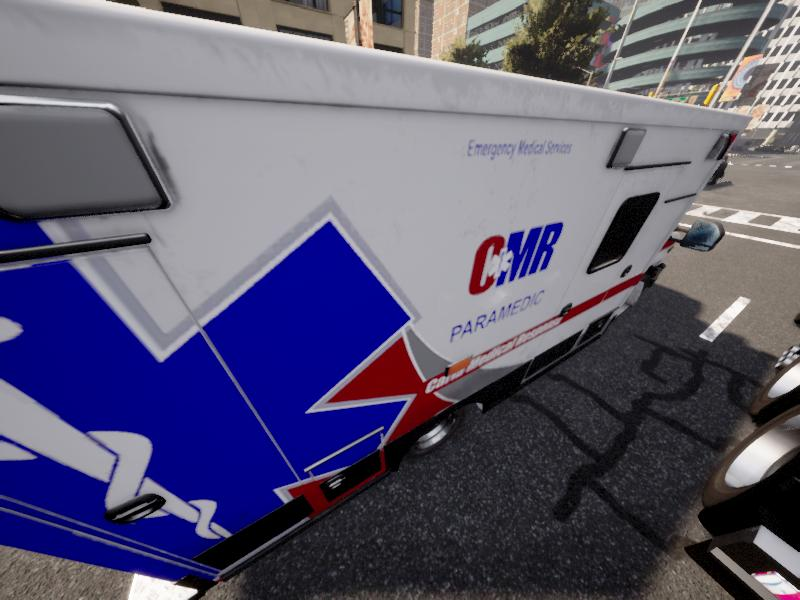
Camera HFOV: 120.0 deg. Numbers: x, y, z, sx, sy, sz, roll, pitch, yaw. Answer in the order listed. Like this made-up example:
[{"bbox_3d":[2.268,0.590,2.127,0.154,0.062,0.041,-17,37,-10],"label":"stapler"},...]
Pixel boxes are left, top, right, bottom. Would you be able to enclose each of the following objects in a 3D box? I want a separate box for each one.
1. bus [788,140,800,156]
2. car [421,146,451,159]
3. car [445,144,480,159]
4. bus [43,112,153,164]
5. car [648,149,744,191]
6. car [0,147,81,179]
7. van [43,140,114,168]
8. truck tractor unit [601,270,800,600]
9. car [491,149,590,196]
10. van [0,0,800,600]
[{"bbox_3d":[78.620,-28.517,41.790,3.944,4.253,10.273,20,39,26],"label":"bus"},{"bbox_3d":[5.137,-21.684,33.902,1.812,1.442,4.674,-18,39,-24],"label":"car"},{"bbox_3d":[9.070,-21.802,33.902,2.242,1.667,4.611,-17,39,-24],"label":"car"},{"bbox_3d":[-35.120,-19.408,27.879,3.944,4.253,10.273,-18,39,-24],"label":"bus"},{"bbox_3d":[17.513,-7.828,13.727,4.605,1.855,1.932,-17,38,-24],"label":"car"},{"bbox_3d":[-27.143,-10.393,17.281,1.930,1.638,5.238,-18,39,-24],"label":"car"},{"bbox_3d":[-30.735,-14.193,22.361,2.069,2.038,4.480,-18,39,-24],"label":"van"},{"bbox_3d":[5.120,-0.291,0.767,6.516,4.208,3.053,-18,39,-24],"label":"truck tractor unit"},{"bbox_3d":[7.507,-6.965,12.408,4.605,1.855,1.932,-17,39,-24],"label":"car"},{"bbox_3d":[0.985,-0.548,2.667,6.366,2.431,2.351,-18,39,-24],"label":"van"}]
